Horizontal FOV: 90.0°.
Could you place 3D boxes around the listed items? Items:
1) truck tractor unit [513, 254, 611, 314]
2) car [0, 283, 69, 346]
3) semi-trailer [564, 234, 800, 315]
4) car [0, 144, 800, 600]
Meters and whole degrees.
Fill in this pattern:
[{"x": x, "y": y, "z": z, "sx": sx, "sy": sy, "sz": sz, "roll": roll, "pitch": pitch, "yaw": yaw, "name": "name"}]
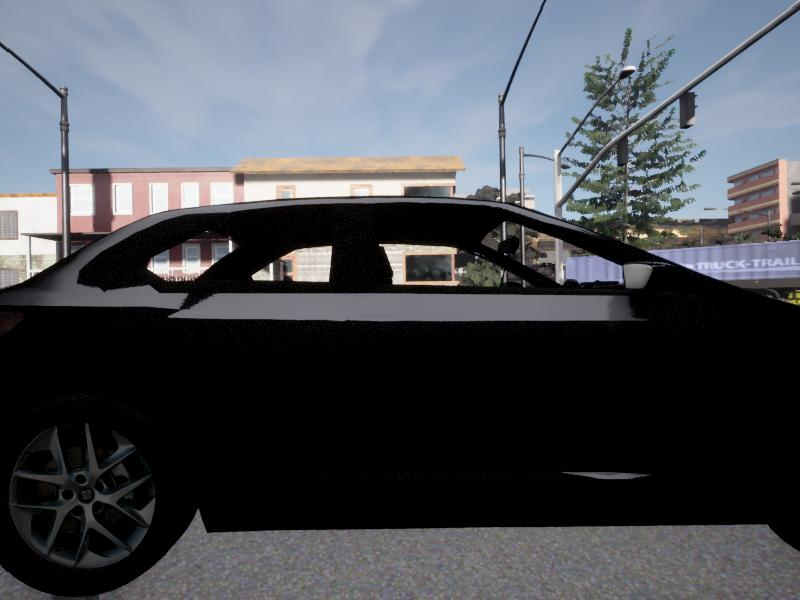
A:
[{"x": 12.677, "y": -1.142, "z": 31.636, "sx": 6.516, "sy": 4.208, "sz": 3.053, "roll": -1, "pitch": 0, "yaw": 43, "name": "truck tractor unit"}, {"x": -10.579, "y": 0.266, "z": 8.939, "sx": 4.718, "sy": 1.301, "sz": 1.895, "roll": 1, "pitch": 0, "yaw": -1, "name": "car"}, {"x": 18.580, "y": -1.345, "z": 26.367, "sx": 14.254, "sy": 4.402, "sz": 2.717, "roll": -1, "pitch": 0, "yaw": 41, "name": "semi-trailer"}, {"x": 0.342, "y": 0.254, "z": 2.184, "sx": 4.193, "sy": 1.474, "sz": 1.816, "roll": 0, "pitch": 0, "yaw": -1, "name": "car"}]
